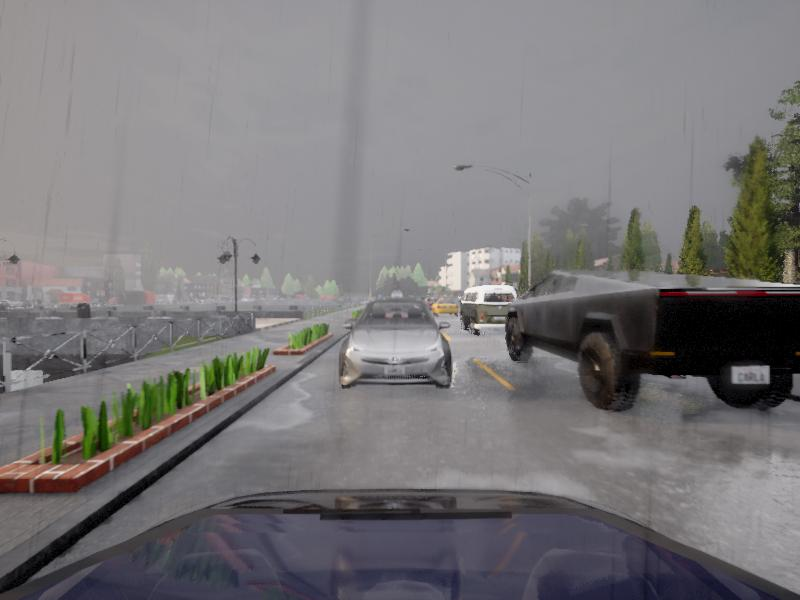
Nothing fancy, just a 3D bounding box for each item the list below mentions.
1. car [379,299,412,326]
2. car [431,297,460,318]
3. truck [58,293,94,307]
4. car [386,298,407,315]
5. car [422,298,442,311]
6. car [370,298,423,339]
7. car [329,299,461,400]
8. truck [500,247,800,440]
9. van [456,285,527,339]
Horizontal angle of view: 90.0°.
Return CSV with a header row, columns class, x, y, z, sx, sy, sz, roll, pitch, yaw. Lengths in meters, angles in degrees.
class,x,y,z,sx,sy,sz,roll,pitch,yaw
car,-0.257,0.674,23.813,1.816,1.474,4.193,0,1,-1
car,3.692,0.545,33.354,1.801,1.575,5.366,0,0,0
truck,-62.253,-0.005,77.012,2.627,2.467,5.204,0,0,0
car,-0.297,0.557,37.269,1.845,1.501,3.633,0,0,0
car,3.619,0.510,46.231,1.970,1.475,3.806,0,0,0
car,-0.125,0.692,17.501,2.007,1.525,4.514,0,0,0
car,-0.071,0.753,8.357,2.007,1.525,4.514,0,0,0
truck,3.862,0.461,7.506,2.390,2.098,6.274,0,0,0
van,3.799,0.424,17.436,2.069,2.038,4.480,0,1,0
